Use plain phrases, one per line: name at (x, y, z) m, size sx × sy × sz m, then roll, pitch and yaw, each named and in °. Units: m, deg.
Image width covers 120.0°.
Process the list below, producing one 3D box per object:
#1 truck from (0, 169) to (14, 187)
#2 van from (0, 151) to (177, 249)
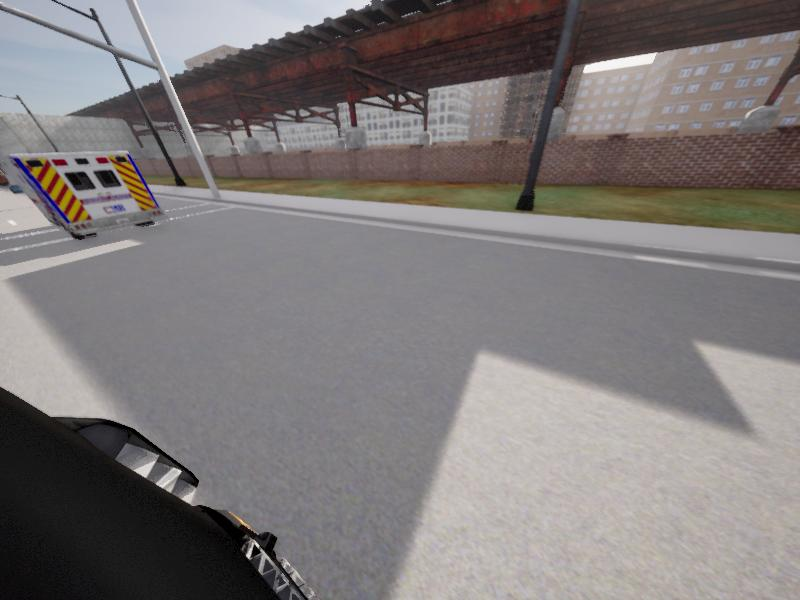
truck at (-54.432, -16.761, 29.678) m, size 8.468 × 3.827 × 2.891 m, roll 16°, pitch 38°, yaw 26°
van at (-11.781, -3.951, 8.578) m, size 6.366 × 2.431 × 2.351 m, roll 16°, pitch 38°, yaw 26°
